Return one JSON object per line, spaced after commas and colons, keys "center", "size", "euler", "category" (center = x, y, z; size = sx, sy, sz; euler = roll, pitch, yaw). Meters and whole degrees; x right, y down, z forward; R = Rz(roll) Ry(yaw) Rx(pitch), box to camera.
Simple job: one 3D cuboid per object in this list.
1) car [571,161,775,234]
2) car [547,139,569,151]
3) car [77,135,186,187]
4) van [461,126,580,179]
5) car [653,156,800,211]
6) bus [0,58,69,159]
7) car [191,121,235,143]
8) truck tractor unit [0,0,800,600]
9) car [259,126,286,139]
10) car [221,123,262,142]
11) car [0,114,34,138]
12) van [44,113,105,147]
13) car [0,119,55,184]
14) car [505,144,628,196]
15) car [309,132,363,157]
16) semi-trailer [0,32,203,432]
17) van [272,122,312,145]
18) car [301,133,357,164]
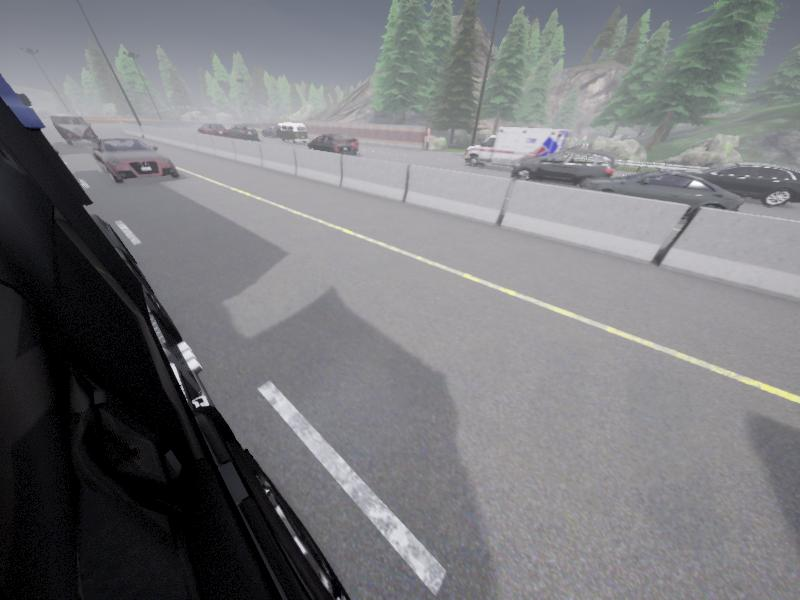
{"center": [8.940, -3.826, 8.202], "size": [4.181, 1.385, 1.994], "euler": [27, 43, 28], "category": "car"}
{"center": [27.793, -27.287, 40.582], "size": [2.128, 1.511, 4.902], "euler": [25, 42, 27], "category": "car"}
{"center": [-11.361, -5.998, 9.771], "size": [4.181, 1.385, 1.994], "euler": [27, 43, 28], "category": "car"}
{"center": [7.793, -10.169, 15.699], "size": [6.366, 2.431, 2.351], "euler": [27, 43, 28], "category": "van"}
{"center": [15.925, -5.707, 11.064], "size": [4.892, 1.490, 1.837], "euler": [27, 43, 28], "category": "car"}
{"center": [-24.985, -11.431, 13.717], "size": [10.273, 4.253, 3.944], "euler": [27, 43, 28], "category": "bus"}
{"center": [-21.290, -19.147, 26.293], "size": [4.553, 1.767, 2.097], "euler": [27, 43, 28], "category": "car"}
{"center": [-2.645, -0.295, 0.351], "size": [6.516, 4.208, 3.053], "euler": [28, 44, 30], "category": "truck tractor unit"}
{"center": [-20.032, -26.390, 36.294], "size": [3.806, 1.475, 1.970], "euler": [27, 43, 28], "category": "car"}
{"center": [-19.892, -21.063, 29.041], "size": [4.611, 1.667, 2.242], "euler": [27, 43, 28], "category": "car"}
{"center": [-36.583, -16.177, 21.437], "size": [4.611, 1.667, 2.242], "euler": [28, 43, 29], "category": "car"}
{"center": [-25.777, -13.485, 18.291], "size": [4.442, 1.987, 1.775], "euler": [27, 43, 28], "category": "van"}
{"center": [-16.264, -5.967, 9.092], "size": [4.553, 1.767, 2.097], "euler": [27, 42, 27], "category": "car"}
{"center": [8.409, -6.880, 11.989], "size": [4.611, 1.667, 2.242], "euler": [27, 43, 28], "category": "car"}
{"center": [-5.666, -13.875, 20.511], "size": [4.514, 1.525, 2.007], "euler": [27, 43, 28], "category": "car"}
{"center": [-8.797, -3.543, 4.118], "size": [14.254, 4.402, 2.717], "euler": [27, 43, 29], "category": "semi-trailer"}
{"center": [-13.301, -20.577, 28.515], "size": [4.480, 2.038, 2.069], "euler": [27, 43, 28], "category": "van"}
{"center": [-5.083, -10.928, 16.600], "size": [3.705, 1.549, 1.789], "euler": [27, 43, 28], "category": "car"}
